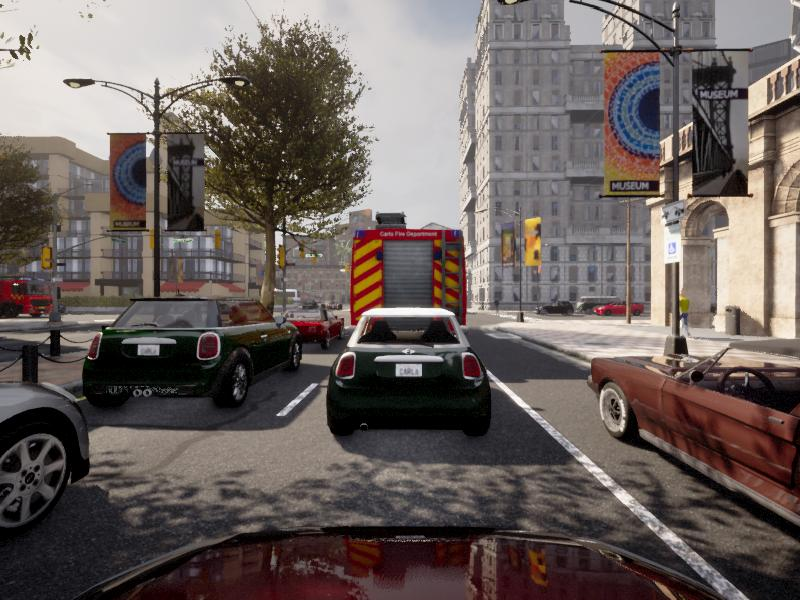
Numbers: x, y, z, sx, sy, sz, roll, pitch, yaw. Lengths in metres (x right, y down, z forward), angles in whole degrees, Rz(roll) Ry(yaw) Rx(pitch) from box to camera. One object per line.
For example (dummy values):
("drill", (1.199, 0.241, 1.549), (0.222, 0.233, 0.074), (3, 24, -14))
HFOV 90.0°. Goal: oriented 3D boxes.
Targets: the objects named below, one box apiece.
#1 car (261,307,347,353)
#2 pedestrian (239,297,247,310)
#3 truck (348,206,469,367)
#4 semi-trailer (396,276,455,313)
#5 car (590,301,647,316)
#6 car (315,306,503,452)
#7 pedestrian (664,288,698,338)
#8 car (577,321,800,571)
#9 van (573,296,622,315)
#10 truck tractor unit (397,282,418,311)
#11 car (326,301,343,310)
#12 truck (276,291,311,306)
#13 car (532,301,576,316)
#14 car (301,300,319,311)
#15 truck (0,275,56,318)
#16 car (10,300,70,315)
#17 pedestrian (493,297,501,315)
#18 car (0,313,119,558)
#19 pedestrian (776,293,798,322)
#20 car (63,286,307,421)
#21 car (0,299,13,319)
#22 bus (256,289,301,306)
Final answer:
("car", (-3.218, 0.944, 14.445), (1.895, 1.301, 4.718), (0, 0, 1))
("pedestrian", (-21.420, 0.485, 54.488), (0.751, 1.860, 0.751), (0, 0, 11))
("truck", (0.274, -0.321, 13.781), (2.891, 3.827, 8.468), (0, 0, 1))
("semi-trailer", (3.035, -0.624, 54.401), (2.717, 4.402, 14.254), (-1, 0, -19))
("car", (21.629, 0.828, 39.734), (4.514, 1.525, 2.007), (0, 0, 1))
("car", (0.119, 0.853, 6.110), (1.970, 1.475, 3.806), (0, 0, 1))
("pedestrian", (10.672, 0.485, 15.215), (0.751, 1.860, 0.751), (0, 0, 2))
("car", (3.308, 0.938, 3.058), (1.895, 1.301, 4.718), (0, 0, 1))
("van", (21.300, 0.599, 43.240), (4.442, 1.987, 1.775), (0, 0, 1))
("truck tractor unit", (1.184, -0.500, 62.015), (3.053, 4.208, 6.516), (0, 0, 1))
("car", (-10.261, 0.853, 63.188), (1.970, 1.475, 3.806), (0, 0, 1))
("truck", (-28.244, -0.320, 105.994), (8.468, 3.827, 2.891), (0, 0, 2))
("car", (15.281, 0.827, 39.829), (3.633, 1.501, 1.845), (0, 0, 1))
("car", (-13.798, 0.815, 61.323), (1.789, 1.549, 3.705), (0, 0, 1))
("truck", (-37.345, -0.320, 37.063), (8.468, 3.827, 2.891), (0, 0, 1))
("car", (-39.591, 0.778, 44.101), (4.856, 1.649, 2.033), (0, 0, 1))
("pedestrian", (10.481, 0.637, 43.355), (0.751, 1.860, 0.751), (0, 0, 2))
("car", (-3.473, 0.853, 1.600), (1.970, 1.475, 3.806), (0, 0, 1))
("pedestrian", (25.488, 0.485, 26.348), (0.751, 1.860, 0.751), (0, 0, 4))
("car", (-3.355, 0.694, 7.527), (2.097, 1.767, 4.553), (0, 0, 1))
("car", (-36.048, 0.771, 33.548), (5.238, 1.638, 1.930), (0, 0, 0))
("bus", (-30.942, -0.533, 102.441), (10.273, 4.253, 3.944), (0, 0, 2))
